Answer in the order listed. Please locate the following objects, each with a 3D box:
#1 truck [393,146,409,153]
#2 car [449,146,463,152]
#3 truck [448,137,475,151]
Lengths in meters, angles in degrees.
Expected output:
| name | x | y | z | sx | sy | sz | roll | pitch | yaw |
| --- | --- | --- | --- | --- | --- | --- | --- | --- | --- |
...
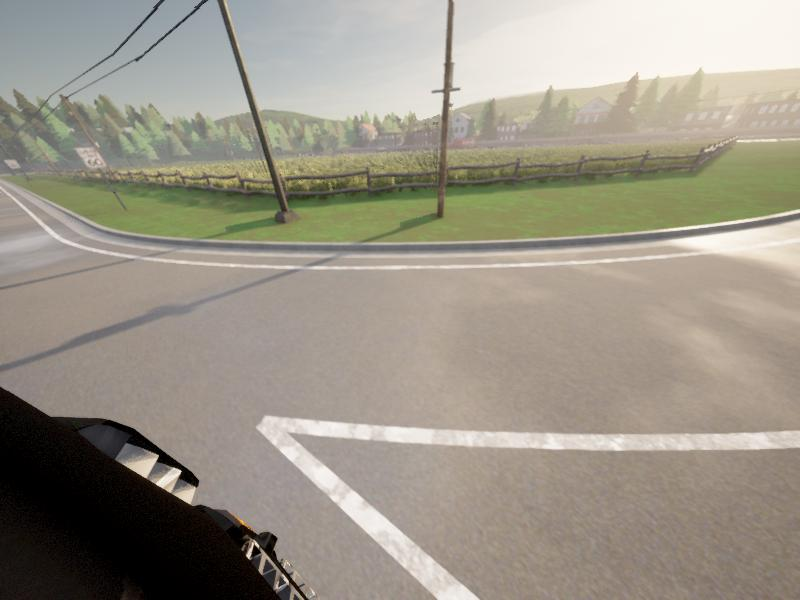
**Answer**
| name | x | y | z | sx | sy | sz | roll | pitch | yaw |
| --- | --- | --- | --- | --- | --- | --- | --- | --- | --- |
| truck | 0.404 | -59.930 | 92.274 | 6.274 | 2.098 | 2.390 | 18 | 39 | 28 |
| car | 19.217 | -51.543 | 78.785 | 4.193 | 1.474 | 1.816 | 18 | 39 | 28 |
| truck | 21.800 | -55.106 | 81.834 | 8.468 | 3.827 | 2.891 | 18 | 39 | 28 |
